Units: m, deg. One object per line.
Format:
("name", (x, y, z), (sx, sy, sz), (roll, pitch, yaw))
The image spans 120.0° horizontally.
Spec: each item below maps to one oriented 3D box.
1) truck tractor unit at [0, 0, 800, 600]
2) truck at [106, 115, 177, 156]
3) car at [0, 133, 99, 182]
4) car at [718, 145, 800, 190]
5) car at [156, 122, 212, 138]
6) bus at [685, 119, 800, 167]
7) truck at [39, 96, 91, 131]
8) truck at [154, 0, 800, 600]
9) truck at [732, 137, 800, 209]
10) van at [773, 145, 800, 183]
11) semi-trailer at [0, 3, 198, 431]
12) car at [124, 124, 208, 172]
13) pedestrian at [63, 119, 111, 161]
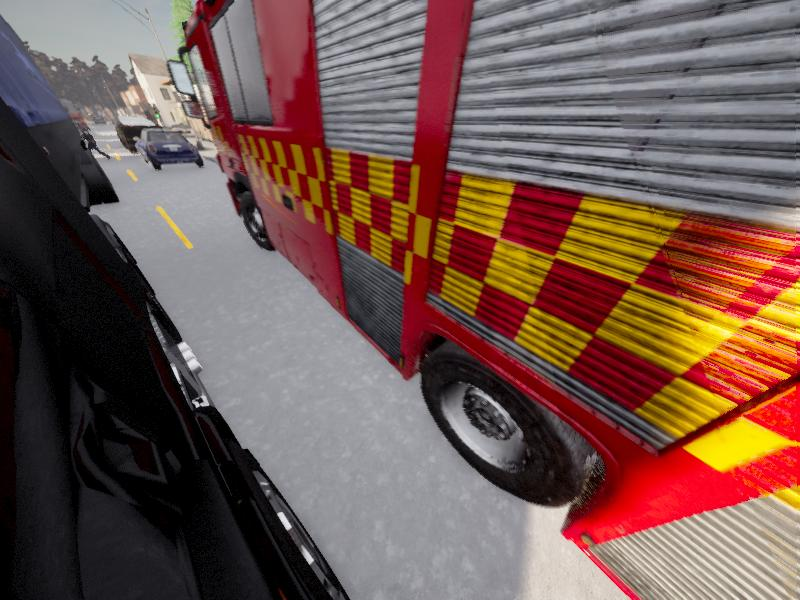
("truck tractor unit", (-2.645, -0.295, 0.352), (6.516, 4.208, 3.053), (28, 44, 30))
("truck", (-19.509, -12.463, 17.384), (6.274, 2.098, 2.390), (31, 45, 32))
("car", (-15.209, -6.342, 10.095), (4.181, 1.385, 1.994), (30, 44, 32))
("car", (24.306, -9.094, 15.581), (2.150, 2.045, 5.566), (30, 45, 32))
("car", (-29.228, -23.124, 31.451), (5.238, 1.638, 1.930), (-27, 46, -34))
("bus", (41.764, -18.244, 27.019), (10.273, 4.253, 3.944), (-1, 35, -4))
("truck", (-52.647, -29.387, 36.589), (8.468, 3.827, 2.891), (30, 45, 32))
("truck", (-0.013, -1.864, 2.932), (2.891, 3.827, 8.468), (-27, 46, -33))
("truck", (18.860, -5.921, 10.650), (2.627, 2.467, 5.204), (30, 45, 32))
("van", (31.971, -10.471, 17.481), (1.988, 2.561, 5.915), (30, 45, 32))
("semi-trailer", (-8.511, -3.723, 4.408), (14.254, 4.402, 2.717), (30, 45, 32))
("car", (-12.780, -8.389, 12.590), (4.553, 1.767, 2.097), (30, 45, 32))
("pedestrian", (-17.337, -8.854, 12.842), (0.751, 1.860, 0.751), (24, 42, 26))
